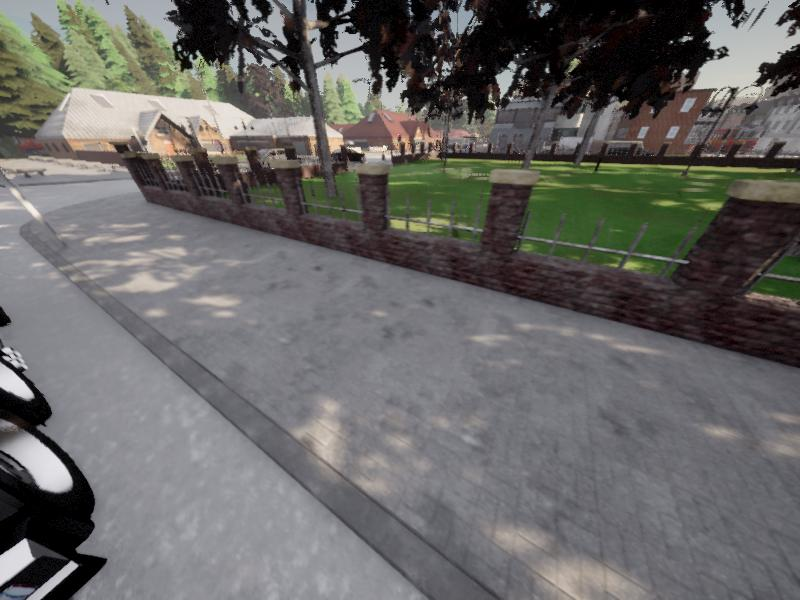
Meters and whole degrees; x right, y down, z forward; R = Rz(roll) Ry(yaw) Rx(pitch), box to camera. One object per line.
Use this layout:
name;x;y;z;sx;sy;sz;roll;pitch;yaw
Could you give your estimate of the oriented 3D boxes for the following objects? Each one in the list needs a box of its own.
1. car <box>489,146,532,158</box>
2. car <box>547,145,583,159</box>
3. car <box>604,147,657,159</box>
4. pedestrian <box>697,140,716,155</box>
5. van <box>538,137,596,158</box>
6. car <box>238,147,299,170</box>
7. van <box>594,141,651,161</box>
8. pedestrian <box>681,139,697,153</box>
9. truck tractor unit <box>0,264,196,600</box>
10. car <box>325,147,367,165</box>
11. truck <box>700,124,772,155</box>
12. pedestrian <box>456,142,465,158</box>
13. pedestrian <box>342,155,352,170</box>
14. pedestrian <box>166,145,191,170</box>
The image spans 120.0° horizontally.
car;16.407;-22.084;34.399;5.357;1.411;2.033;19;39;26
car;22.255;-20.080;31.335;3.633;1.501;1.845;17;38;23
car;30.671;-19.748;30.973;4.718;1.301;1.895;20;40;27
pedestrian;46.370;-23.125;34.931;0.751;1.860;0.751;9;36;14
van;24.324;-22.509;34.022;6.366;2.431;2.351;18;39;24
car;-13.155;-14.464;23.505;2.242;1.667;4.611;18;39;25
van;27.417;-18.542;28.667;4.442;1.987;1.775;17;38;23
pedestrian;48.506;-25.846;38.824;0.751;1.860;0.751;18;39;24
truck tractor unit;-5.113;-0.295;0.796;6.516;4.208;3.053;18;38;24
car;-6.146;-16.890;27.040;1.882;1.535;5.008;18;38;25
truck;54.408;-26.275;37.898;2.891;3.827;8.468;18;39;25
pedestrian;8.583;-21.298;32.719;0.751;1.860;0.751;18;39;24
pedestrian;-4.686;-12.240;20.491;0.500;1.100;0.500;18;39;25
pedestrian;-20.142;-12.978;21.036;0.751;1.860;0.751;15;38;22
